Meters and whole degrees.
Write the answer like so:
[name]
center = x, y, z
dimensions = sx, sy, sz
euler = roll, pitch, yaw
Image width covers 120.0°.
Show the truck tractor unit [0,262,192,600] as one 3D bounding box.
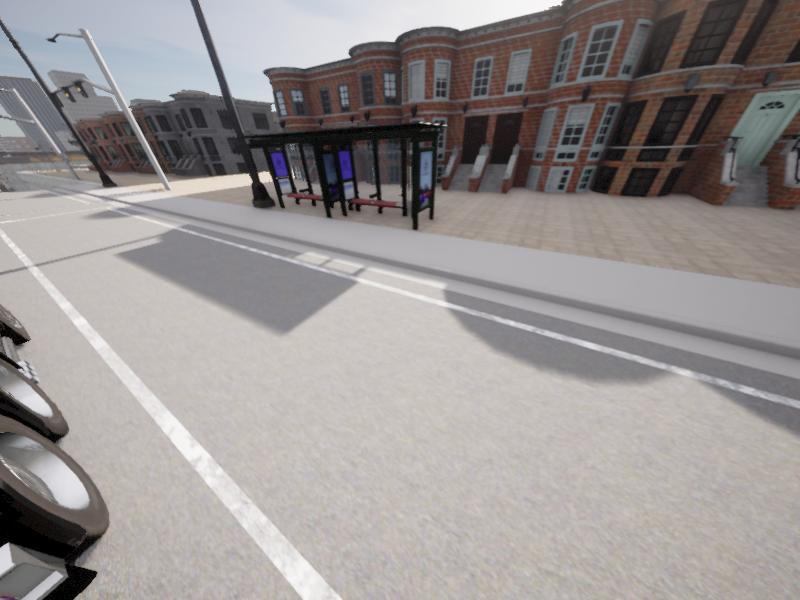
[truck tractor unit]
center = -5.169, -0.193, 0.942
dimensions = 6.516, 4.208, 3.053
euler = 14, 36, 28
